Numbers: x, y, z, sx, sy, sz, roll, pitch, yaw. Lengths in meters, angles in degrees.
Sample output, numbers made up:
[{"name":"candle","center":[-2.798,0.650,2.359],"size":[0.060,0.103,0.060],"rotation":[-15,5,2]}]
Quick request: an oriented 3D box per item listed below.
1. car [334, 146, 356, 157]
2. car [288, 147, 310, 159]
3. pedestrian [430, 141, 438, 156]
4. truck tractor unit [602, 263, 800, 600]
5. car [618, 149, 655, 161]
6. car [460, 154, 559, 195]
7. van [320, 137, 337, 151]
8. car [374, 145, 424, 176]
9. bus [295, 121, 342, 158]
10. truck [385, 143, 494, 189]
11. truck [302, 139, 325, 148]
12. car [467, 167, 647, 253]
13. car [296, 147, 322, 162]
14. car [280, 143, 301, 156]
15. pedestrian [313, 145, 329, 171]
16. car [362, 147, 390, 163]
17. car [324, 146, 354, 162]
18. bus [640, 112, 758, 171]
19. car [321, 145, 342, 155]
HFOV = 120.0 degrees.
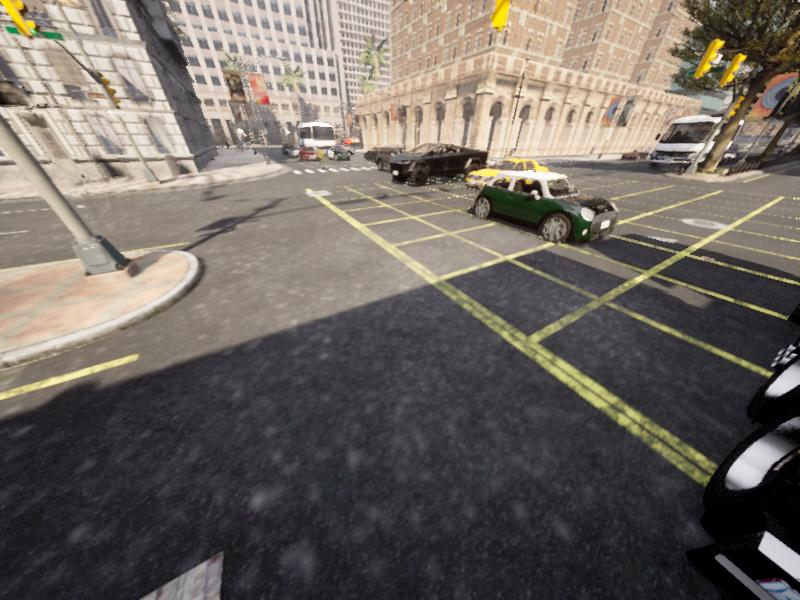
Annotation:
[{"name":"car","center":[-8.838,-23.624,36.738],"size":[1.895,1.301,4.718],"rotation":[-18,39,-24]},{"name":"car","center":[-14.906,-21.642,33.841],"size":[1.895,1.301,4.718],"rotation":[-18,39,-25]},{"name":"pedestrian","center":[5.198,-23.327,35.622],"size":[0.751,1.860,0.751],"rotation":[-18,39,-25]},{"name":"truck tractor unit","center":[5.107,-0.305,0.785],"size":[6.516,4.208,3.053],"rotation":[-18,39,-24]},{"name":"car","center":[33.136,-20.333,32.339],"size":[4.718,1.301,1.895],"rotation":[-18,39,-25]},{"name":"car","center":[6.146,-7.154,12.943],"size":[5.366,1.575,1.801],"rotation":[-18,39,-24]},{"name":"van","center":[-16.452,-35.717,52.964],"size":[1.988,2.561,5.915],"rotation":[-18,39,-24]},{"name":"car","center":[-0.242,-11.498,18.875],"size":[1.932,1.855,4.605],"rotation":[-18,39,-25]},{"name":"bus","center":[-12.925,-25.024,36.130],"size":[3.944,4.253,10.273],"rotation":[-18,39,-24]},{"name":"truck","center":[2.444,-8.465,14.345],"size":[6.274,2.098,2.390],"rotation":[-18,39,-24]},{"name":"truck","center":[-27.293,-49.584,73.182],"size":[2.390,2.098,6.274],"rotation":[23,41,29]},{"name":"car","center":[4.258,-2.990,7.038],"size":[1.970,1.475,3.806],"rotation":[-18,39,-25]},{"name":"car","center":[-11.443,-18.316,28.960],"size":[1.812,1.442,4.674],"rotation":[-18,39,-25]},{"name":"car","center":[-18.406,-25.293,38.731],"size":[2.242,1.667,4.611],"rotation":[-18,39,-24]},{"name":"pedestrian","center":[-6.757,-12.238,19.858],"size":[0.751,1.860,0.751],"rotation":[-24,42,-31]},{"name":"car","center":[-3.001,-17.954,28.481],"size":[1.816,1.474,4.193],"rotation":[-18,39,-24]},{"name":"car","center":[-7.885,-18.819,29.636],"size":[2.038,1.542,4.974],"rotation":[-18,39,-25]},{"name":"bus","center":[30.594,-16.170,23.759],"size":[10.273,4.253,3.944],"rotation":[-18,39,-24]},{"name":"car","center":[-12.397,-27.213,41.780],"size":[2.033,1.411,5.357],"rotation":[-18,39,-24]}]
